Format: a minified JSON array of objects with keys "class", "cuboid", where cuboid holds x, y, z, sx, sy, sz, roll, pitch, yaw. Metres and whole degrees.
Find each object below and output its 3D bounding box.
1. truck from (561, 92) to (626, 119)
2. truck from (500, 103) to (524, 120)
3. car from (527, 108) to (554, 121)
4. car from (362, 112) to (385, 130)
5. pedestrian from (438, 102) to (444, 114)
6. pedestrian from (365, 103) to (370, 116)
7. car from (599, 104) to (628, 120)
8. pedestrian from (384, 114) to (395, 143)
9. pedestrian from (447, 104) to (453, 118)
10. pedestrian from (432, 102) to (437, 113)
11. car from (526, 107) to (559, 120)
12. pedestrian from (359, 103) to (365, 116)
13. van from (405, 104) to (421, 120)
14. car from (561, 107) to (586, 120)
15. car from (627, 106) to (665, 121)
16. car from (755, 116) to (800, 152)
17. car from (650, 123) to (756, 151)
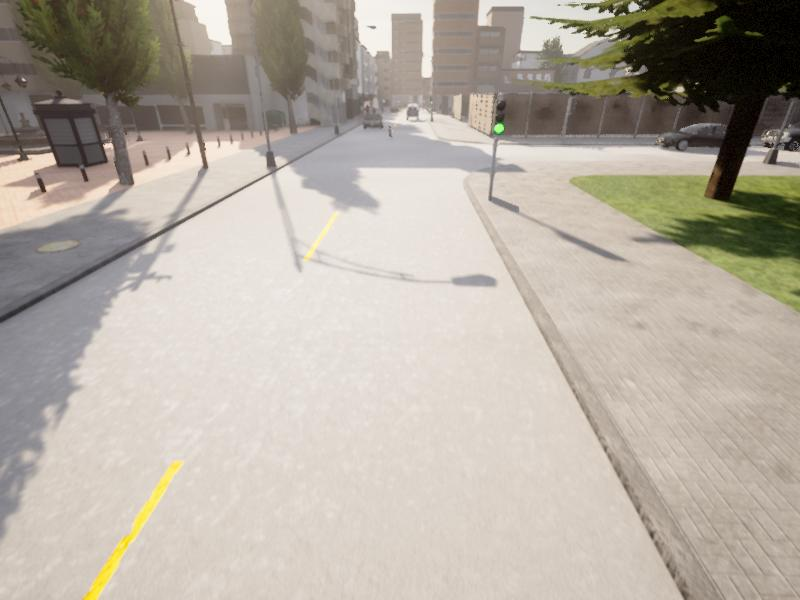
[{"class":"truck","cuboid":[31.075,-31.513,64.668,8.468,3.827,2.891,1,27,2]},{"class":"truck","cuboid":[15.703,-26.507,56.230,2.069,2.038,4.478,1,27,2]},{"class":"car","cuboid":[19.656,-26.102,56.113,2.033,1.415,5.357,1,27,2]},{"class":"car","cuboid":[-2.733,-18.784,41.837,2.007,1.525,4.514,1,27,1]},{"class":"pedestrian","cuboid":[7.547,-35.581,74.074,0.751,1.860,0.751,-12,29,-22]},{"class":"pedestrian","cuboid":[-5.242,-30.756,64.661,0.751,1.860,0.751,-3,27,-6]},{"class":"car","cuboid":[29.432,-25.943,55.272,1.905,1.878,3.866,1,27,2]},{"class":"pedestrian","cuboid":[-0.734,-12.426,28.948,0.751,1.860,0.751,0,27,0]},{"class":"pedestrian","cuboid":[7.468,-28.356,59.933,0.751,1.860,0.751,2,27,4]},{"class":"pedestrian","cuboid":[6.573,-36.913,76.689,0.751,1.860,0.751,1,27,2]},{"class":"car","cuboid":[19.878,-26.090,55.932,3.705,1.547,1.789,1,27,2]},{"class":"pedestrian","cuboid":[-6.322,-31.839,66.786,0.751,1.860,0.751,1,27,3]},{"class":"van","cuboid":[1.876,-26.953,57.277,2.069,2.038,4.480,2,27,3]},{"class":"car","cuboid":[24.346,-26.282,56.320,1.845,1.501,3.633,1,27,2]},{"class":"car","cuboid":[33.713,-25.677,54.973,2.242,1.667,4.611,1,27,2]},{"class":"car","cuboid":[25.446,-10.325,24.794,4.605,1.855,1.932,-1,27,2]},{"class":"car","cuboid":[18.858,-10.267,25.131,4.892,1.490,1.837,0,27,1]}]
